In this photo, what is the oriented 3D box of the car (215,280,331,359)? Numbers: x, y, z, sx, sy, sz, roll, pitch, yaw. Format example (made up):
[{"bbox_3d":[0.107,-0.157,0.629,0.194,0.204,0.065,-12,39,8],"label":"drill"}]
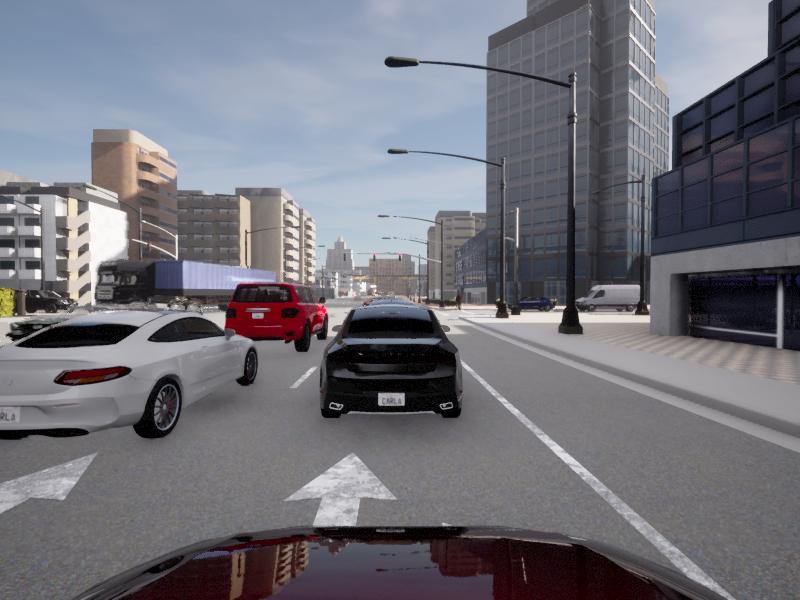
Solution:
[{"bbox_3d":[-3.796,0.479,13.206,2.150,2.045,5.566,0,1,-1],"label":"car"}]

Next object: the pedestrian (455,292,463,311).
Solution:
[{"bbox_3d":[5.971,0.124,40.240,0.751,1.860,0.751,0,1,7],"label":"pedestrian"}]

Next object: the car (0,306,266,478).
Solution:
[{"bbox_3d":[-3.631,0.861,5.908,1.812,1.442,4.674,0,0,-1],"label":"car"}]

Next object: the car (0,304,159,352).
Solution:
[{"bbox_3d":[-10.817,0.853,14.065,1.895,1.301,4.718,0,0,-1],"label":"car"}]

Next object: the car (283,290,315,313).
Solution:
[{"bbox_3d":[-9.952,0.094,39.039,2.150,2.045,5.566,0,1,-24],"label":"car"}]

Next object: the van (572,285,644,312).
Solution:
[{"bbox_3d":[19.906,-0.155,38.479,5.915,2.561,1.988,0,1,-1],"label":"van"}]

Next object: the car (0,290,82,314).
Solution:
[{"bbox_3d":[-30.852,0.145,34.241,5.566,2.045,2.150,0,1,-1],"label":"car"}]

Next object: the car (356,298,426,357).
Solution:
[{"bbox_3d":[-0.289,0.737,13.310,1.882,1.535,5.008,0,1,-1],"label":"car"}]

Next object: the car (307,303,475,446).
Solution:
[{"bbox_3d":[-0.149,0.835,6.827,1.837,1.490,4.892,0,0,-1],"label":"car"}]

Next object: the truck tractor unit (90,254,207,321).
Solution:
[{"bbox_3d":[-17.834,-0.841,28.906,3.053,4.208,6.516,1,1,25],"label":"truck tractor unit"}]

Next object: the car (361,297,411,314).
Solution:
[{"bbox_3d":[-1.171,0.443,35.284,4.193,1.474,1.816,0,1,7],"label":"car"}]

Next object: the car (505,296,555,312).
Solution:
[{"bbox_3d":[12.427,0.376,38.379,4.193,1.474,1.816,0,1,-1],"label":"car"}]

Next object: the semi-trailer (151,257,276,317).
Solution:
[{"bbox_3d":[-15.964,-1.063,36.540,2.717,4.402,14.254,1,1,10],"label":"semi-trailer"}]
